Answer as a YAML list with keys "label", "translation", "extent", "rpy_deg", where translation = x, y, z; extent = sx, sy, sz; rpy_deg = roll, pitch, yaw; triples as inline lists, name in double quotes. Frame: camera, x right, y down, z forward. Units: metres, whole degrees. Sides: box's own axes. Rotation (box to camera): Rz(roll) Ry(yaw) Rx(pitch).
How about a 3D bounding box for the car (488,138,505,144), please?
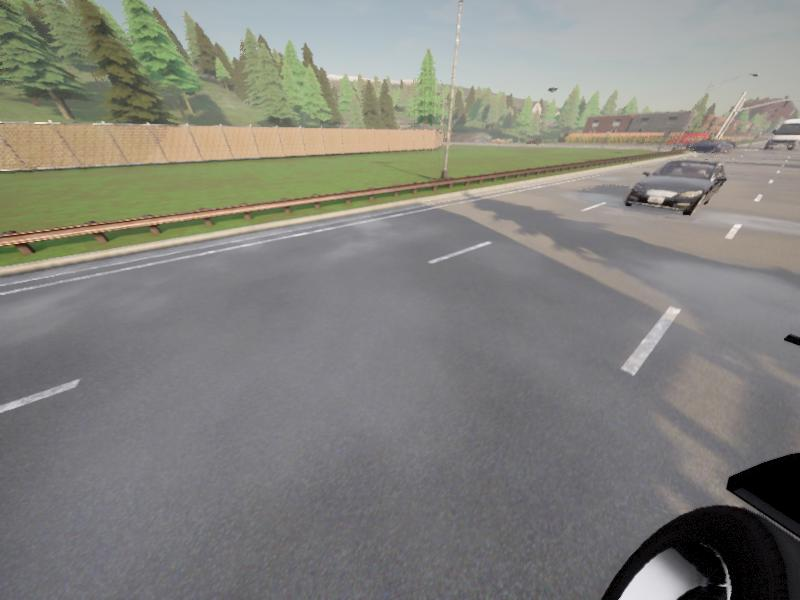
- label: "car"
  translation: [34.986, -57.697, 83.815]
  extent: [1.801, 1.575, 5.366]
  rpy_deg: [-22, 40, -27]

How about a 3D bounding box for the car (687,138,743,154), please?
- label: "car"
  translation: [45.961, -22.627, 33.897]
  extent: [2.097, 1.767, 4.553]
  rpy_deg: [3, 35, 6]

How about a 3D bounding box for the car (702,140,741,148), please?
- label: "car"
  translation: [66.468, -32.421, 47.918]
  extent: [4.181, 1.385, 1.994]
  rpy_deg: [10, 37, 15]

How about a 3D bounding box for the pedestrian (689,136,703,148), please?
- label: "pedestrian"
  translation: [55.368, -29.541, 43.223]
  extent: [0.751, 1.860, 0.751]
  rpy_deg: [-18, 39, -23]

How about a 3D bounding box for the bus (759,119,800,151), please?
- label: "bus"
  translation: [67.915, -28.686, 40.123]
  extent: [10.273, 4.253, 3.944]
  rpy_deg: [-22, 41, -28]

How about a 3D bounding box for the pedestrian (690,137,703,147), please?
- label: "pedestrian"
  translation: [65.147, -34.747, 50.755]
  extent: [0.751, 1.860, 0.751]
  rpy_deg: [-15, 38, -19]

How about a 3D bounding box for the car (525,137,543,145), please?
- label: "car"
  translation: [41.244, -49.051, 71.249]
  extent: [1.905, 1.878, 3.866]
  rpy_deg: [-22, 41, -28]

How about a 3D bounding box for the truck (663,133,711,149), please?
- label: "truck"
  translation: [57.503, -32.000, 46.470]
  extent: [2.627, 2.467, 5.204]
  rpy_deg: [-22, 41, -27]

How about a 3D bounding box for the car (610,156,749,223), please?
- label: "car"
  translation: [10.454, -4.347, 8.637]
  extent: [4.902, 1.511, 2.128]
  rpy_deg: [-22, 41, -28]

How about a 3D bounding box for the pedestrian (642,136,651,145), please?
- label: "pedestrian"
  translation: [64.779, -41.952, 60.689]
  extent: [0.751, 1.860, 0.751]
  rpy_deg: [-22, 41, -28]

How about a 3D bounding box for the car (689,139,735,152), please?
- label: "car"
  translation: [51.029, -25.327, 37.829]
  extent: [1.851, 1.617, 3.988]
  rpy_deg: [-22, 41, -27]

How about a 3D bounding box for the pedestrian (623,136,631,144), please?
- label: "pedestrian"
  translation: [62.561, -44.032, 63.654]
  extent: [0.751, 1.860, 0.751]
  rpy_deg: [-22, 40, -27]
